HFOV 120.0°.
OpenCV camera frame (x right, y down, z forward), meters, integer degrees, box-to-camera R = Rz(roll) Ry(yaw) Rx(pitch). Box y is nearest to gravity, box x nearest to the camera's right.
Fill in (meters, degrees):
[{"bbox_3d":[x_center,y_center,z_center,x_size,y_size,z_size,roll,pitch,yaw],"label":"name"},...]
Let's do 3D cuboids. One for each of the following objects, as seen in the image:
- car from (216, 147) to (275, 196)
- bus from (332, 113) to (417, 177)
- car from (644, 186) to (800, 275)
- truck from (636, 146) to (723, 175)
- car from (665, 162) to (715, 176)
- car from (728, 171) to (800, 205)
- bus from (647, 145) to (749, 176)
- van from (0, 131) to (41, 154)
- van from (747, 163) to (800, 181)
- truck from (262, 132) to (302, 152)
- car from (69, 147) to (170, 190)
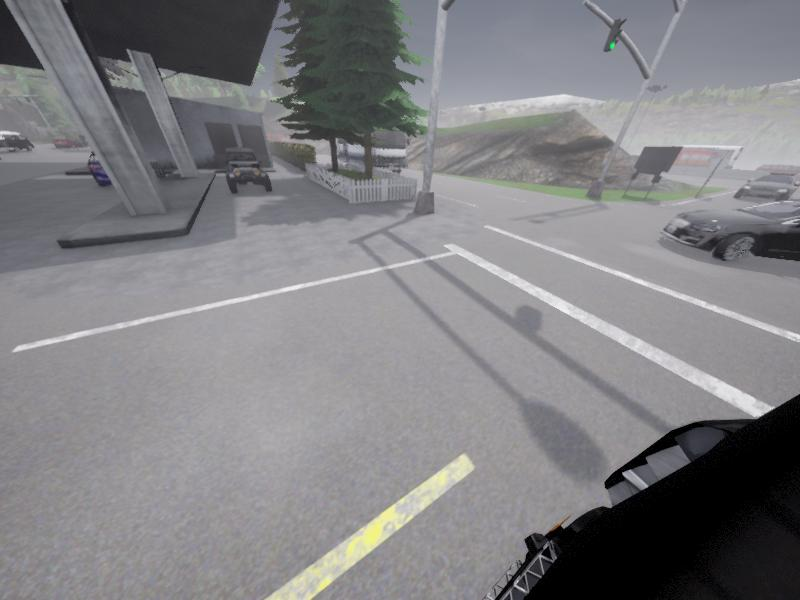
[{"bbox_3d":[-8.317,-7.034,12.475,1.905,1.878,3.866,-17,38,-26],"label":"car"},{"bbox_3d":[-2.990,-15.209,22.875,3.944,4.253,10.273,-16,38,-25],"label":"bus"},{"bbox_3d":[10.160,-1.705,5.838,4.902,1.511,2.128,14,35,18],"label":"car"},{"bbox_3d":[48.376,-24.545,40.501,2.891,3.827,8.468,-16,38,-26],"label":"truck"},{"bbox_3d":[52.115,-23.638,41.628,2.152,1.651,5.027,-16,38,-26],"label":"car"},{"bbox_3d":[24.257,-7.428,15.122,4.974,1.542,2.038,-17,38,-26],"label":"car"},{"bbox_3d":[54.593,-26.201,42.987,3.944,4.253,10.273,-16,38,-26],"label":"bus"},{"bbox_3d":[-45.190,-18.202,26.617,2.069,2.038,4.480,-16,39,-26],"label":"van"},{"bbox_3d":[59.580,-20.393,36.684,1.775,1.987,4.442,-16,38,-26],"label":"van"},{"bbox_3d":[-29.899,-40.275,58.920,8.468,3.827,2.891,10,35,11],"label":"truck"},{"bbox_3d":[-15.397,-7.591,13.151,2.242,1.667,4.611,-17,38,-26],"label":"car"}]
